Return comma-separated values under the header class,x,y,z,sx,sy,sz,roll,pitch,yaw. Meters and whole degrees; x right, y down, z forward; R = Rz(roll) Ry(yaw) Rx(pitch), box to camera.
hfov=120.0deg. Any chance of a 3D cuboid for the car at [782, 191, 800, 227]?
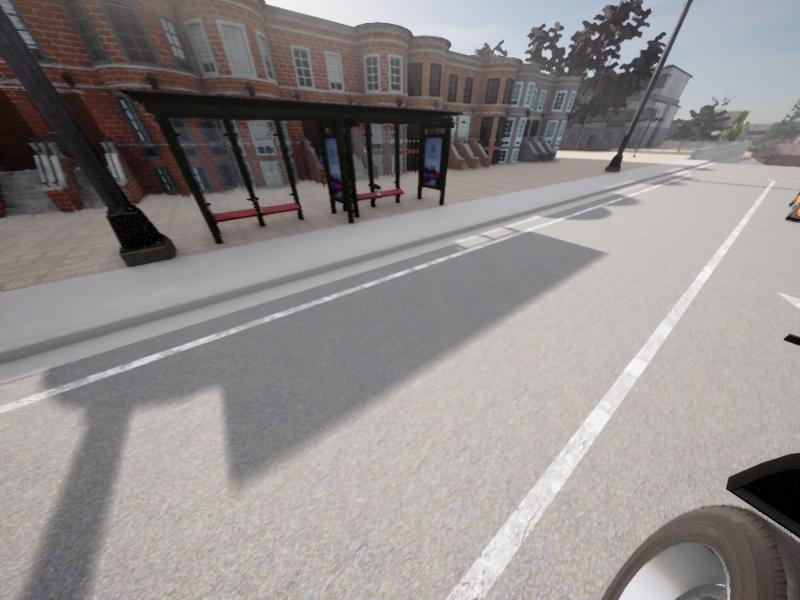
class,x,y,z,sx,sy,sz,roll,pitch,yaw
car,14.148,-3.288,6.912,4.553,1.767,2.097,-22,41,-28
